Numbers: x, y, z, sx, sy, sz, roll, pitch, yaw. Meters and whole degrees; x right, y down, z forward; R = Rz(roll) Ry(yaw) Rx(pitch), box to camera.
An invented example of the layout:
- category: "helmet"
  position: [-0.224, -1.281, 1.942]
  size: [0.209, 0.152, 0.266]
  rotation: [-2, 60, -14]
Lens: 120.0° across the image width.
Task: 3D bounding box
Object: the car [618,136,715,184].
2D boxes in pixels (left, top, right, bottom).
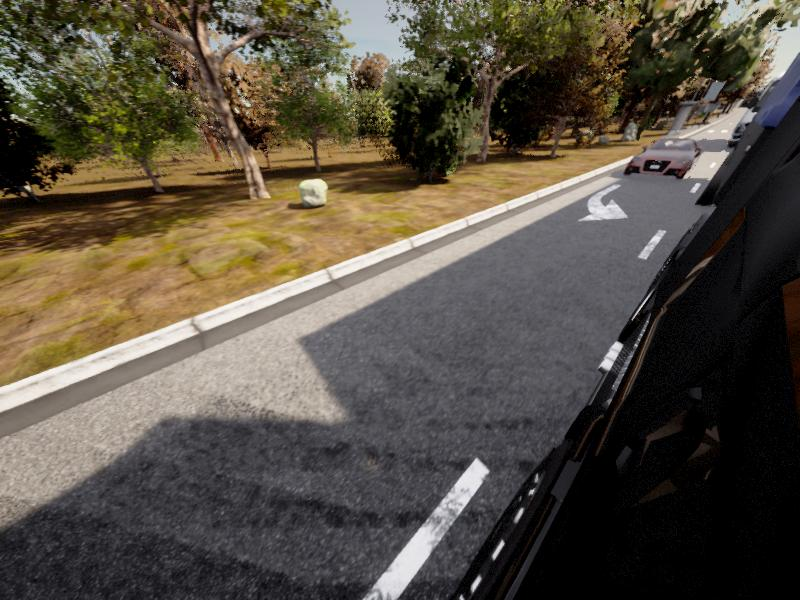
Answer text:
- category: "car"
  position: [12.130, -6.502, 10.513]
  size: [4.181, 1.385, 1.994]
  rotation: [-28, 44, -30]

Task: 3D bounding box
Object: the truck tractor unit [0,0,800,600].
- category: "truck tractor unit"
  position: [2.645, -0.295, 0.352]
  size: [6.516, 4.208, 3.053]
  rotation: [-28, 44, -30]

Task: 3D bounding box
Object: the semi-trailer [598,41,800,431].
- category: "semi-trailer"
  position: [8.697, -3.585, 4.257]
  size: [14.254, 4.402, 2.717]
  rotation: [-28, 44, -30]

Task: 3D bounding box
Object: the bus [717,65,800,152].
- category: "bus"
  position: [27.901, -13.790, 16.759]
  size: [10.273, 4.253, 3.944]
  rotation: [-30, 45, -31]
